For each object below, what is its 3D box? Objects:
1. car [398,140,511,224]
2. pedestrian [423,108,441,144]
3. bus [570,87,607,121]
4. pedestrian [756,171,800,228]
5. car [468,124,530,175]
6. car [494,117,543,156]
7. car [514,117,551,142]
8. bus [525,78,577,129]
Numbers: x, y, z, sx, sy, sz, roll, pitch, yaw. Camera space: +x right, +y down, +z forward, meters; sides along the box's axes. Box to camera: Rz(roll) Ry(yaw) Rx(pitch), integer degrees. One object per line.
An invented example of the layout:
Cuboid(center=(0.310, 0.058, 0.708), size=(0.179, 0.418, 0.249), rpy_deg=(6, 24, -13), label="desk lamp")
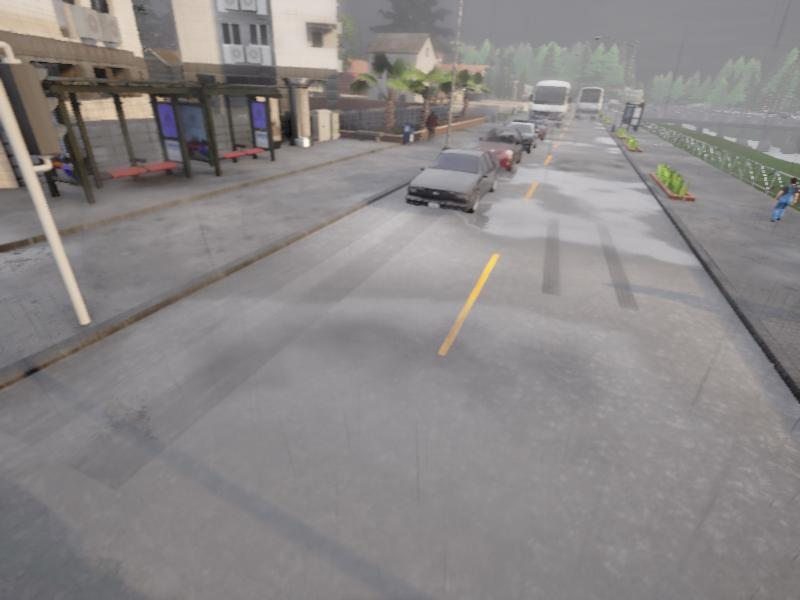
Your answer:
Cuboid(center=(1.921, -3.930, 12.492), size=(2.033, 1.411, 5.357), rpy_deg=(13, 30, 18), label="car")
Cuboid(center=(1.883, -10.299, 23.710), size=(0.751, 1.860, 0.751), rpy_deg=(11, 29, 16), label="pedestrian")
Cuboid(center=(29.113, -30.468, 61.987), size=(3.944, 4.253, 10.273), rpy_deg=(13, 30, 18), label="bus")
Cuboid(center=(10.611, -2.764, 10.948), size=(0.751, 1.300, 0.751), rpy_deg=(16, 31, 23), label="pedestrian")
Cuboid(center=(4.586, -6.975, 18.253), size=(1.851, 1.617, 3.988), rpy_deg=(13, 30, 18), label="car")
Cuboid(center=(7.189, -9.873, 23.919), size=(1.930, 1.638, 5.238), rpy_deg=(13, 30, 18), label="car")
Cuboid(center=(10.137, -13.023, 30.420), size=(1.994, 1.385, 4.181), rpy_deg=(13, 30, 19), label="car")
Cuboid(center=(16.531, -21.160, 43.298), size=(3.944, 4.253, 10.273), rpy_deg=(13, 28, 18), label="bus")
